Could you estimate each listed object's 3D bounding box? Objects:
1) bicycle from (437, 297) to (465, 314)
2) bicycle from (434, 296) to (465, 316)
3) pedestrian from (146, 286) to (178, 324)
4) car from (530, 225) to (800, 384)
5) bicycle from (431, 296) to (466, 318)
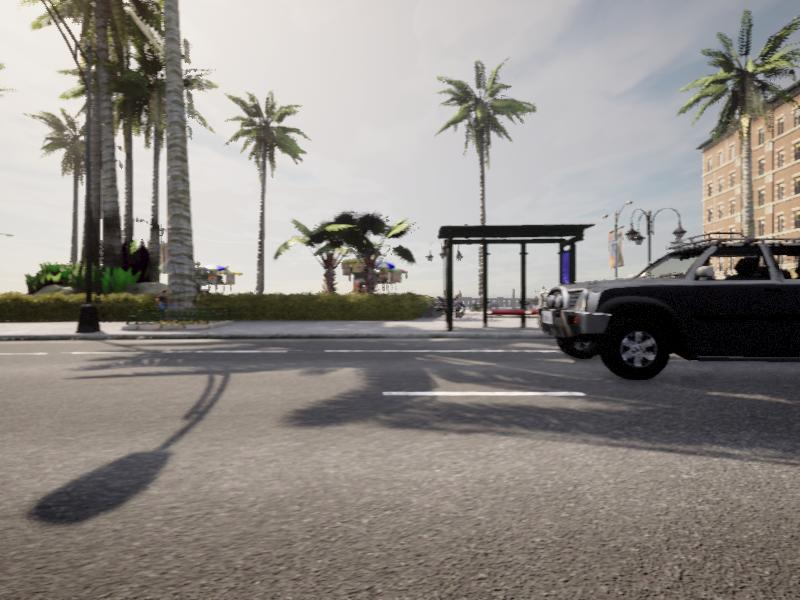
[{"bbox_3d":[3.071,0.329,24.023,1.643,1.024,0.373,0,0,9],"label":"bicycle"},{"bbox_3d":[2.605,0.330,21.041,1.643,1.024,0.373,0,0,9],"label":"bicycle"},{"bbox_3d":[-8.351,0.163,14.054,0.751,1.300,0.751,0,0,-11],"label":"pedestrian"},{"bbox_3d":[4.426,0.050,5.624,4.605,1.855,1.932,0,0,3],"label":"car"},{"bbox_3d":[2.295,0.331,19.053,1.643,1.024,0.373,0,0,9],"label":"bicycle"}]
